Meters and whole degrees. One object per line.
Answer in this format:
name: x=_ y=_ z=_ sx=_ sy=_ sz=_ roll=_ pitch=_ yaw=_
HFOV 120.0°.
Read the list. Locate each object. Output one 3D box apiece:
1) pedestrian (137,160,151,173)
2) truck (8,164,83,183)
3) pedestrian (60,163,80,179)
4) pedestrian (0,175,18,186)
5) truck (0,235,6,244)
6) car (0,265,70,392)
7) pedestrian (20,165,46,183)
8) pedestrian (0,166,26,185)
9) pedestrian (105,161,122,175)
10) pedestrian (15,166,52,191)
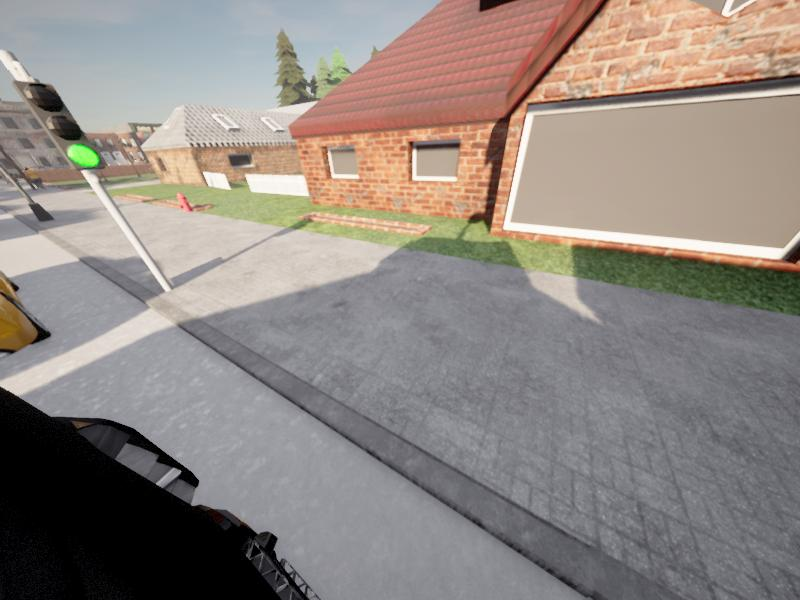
pedestrian: x=-43.584 y=-22.801 z=39.336 sx=0.751 sy=1.860 sz=0.751 roll=16 pitch=38 yaw=26
truck: x=-57.356 y=-20.724 z=37.620 sx=2.390 sy=2.098 sz=6.274 roll=16 pitch=38 yaw=26
pedestrian: x=-47.200 y=-18.453 z=33.072 sx=0.751 sy=1.860 sz=0.751 roll=-27 pitch=40 yaw=-31
pedestrian: x=-44.465 y=-13.558 z=26.205 sx=0.500 sy=1.100 sz=0.500 roll=2 pitch=34 yaw=8
truck: x=-16.585 y=-2.992 z=7.696 sx=6.274 sy=2.098 sz=2.390 roll=16 pitch=38 yaw=26
car: x=-6.989 y=-0.002 z=3.027 sx=5.008 sy=1.535 sz=1.882 roll=16 pitch=38 yaw=26
pedestrian: x=-47.316 y=-16.277 z=29.817 sx=0.751 sy=1.860 sz=0.751 roll=-15 pitch=36 yaw=-18
pedestrian: x=-45.372 y=-14.533 z=27.045 sx=0.751 sy=1.860 sz=0.751 roll=18 pitch=39 yaw=28
pedestrian: x=-44.583 y=-20.526 z=35.995 sx=0.751 sy=1.860 sz=0.751 roll=16 pitch=38 yaw=25
pedestrian: x=-32.055 y=-10.609 z=20.217 sx=0.751 sy=1.860 sz=0.751 roll=8 pitch=35 yaw=16
